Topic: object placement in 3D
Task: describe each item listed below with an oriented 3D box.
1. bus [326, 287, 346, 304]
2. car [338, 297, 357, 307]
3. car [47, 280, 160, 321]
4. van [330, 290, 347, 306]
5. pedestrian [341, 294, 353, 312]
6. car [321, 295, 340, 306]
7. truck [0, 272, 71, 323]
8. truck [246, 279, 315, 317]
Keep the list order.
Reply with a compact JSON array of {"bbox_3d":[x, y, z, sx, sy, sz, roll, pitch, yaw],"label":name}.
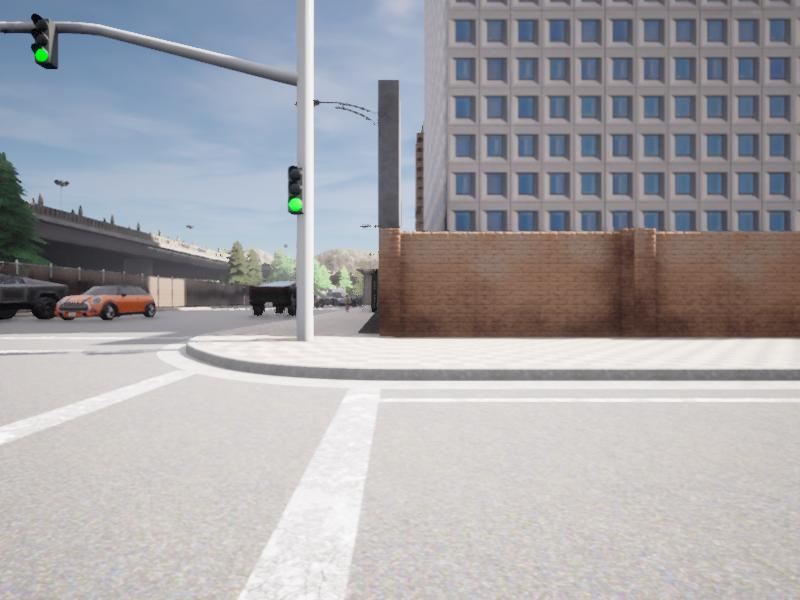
[{"bbox_3d":[-17.304,-1.196,108.730,3.944,4.253,10.273,0,0,0],"label":"bus"},{"bbox_3d":[-7.075,0.251,54.196,1.994,1.385,4.181,0,0,0],"label":"car"},{"bbox_3d":[-14.170,0.039,19.548,2.097,1.767,4.553,0,0,0],"label":"car"},{"bbox_3d":[-10.531,-0.356,69.053,1.988,2.561,5.915,0,0,0],"label":"van"},{"bbox_3d":[-3.321,0.209,25.027,0.500,1.100,0.500,0,0,-42],"label":"pedestrian"},{"bbox_3d":[-10.558,0.115,60.996,1.930,1.638,5.238,0,0,0],"label":"car"},{"bbox_3d":[-17.678,-0.113,16.915,2.390,2.098,6.274,0,0,0],"label":"truck"},{"bbox_3d":[-7.156,-0.113,24.885,2.390,2.098,6.274,0,0,0],"label":"truck"}]
